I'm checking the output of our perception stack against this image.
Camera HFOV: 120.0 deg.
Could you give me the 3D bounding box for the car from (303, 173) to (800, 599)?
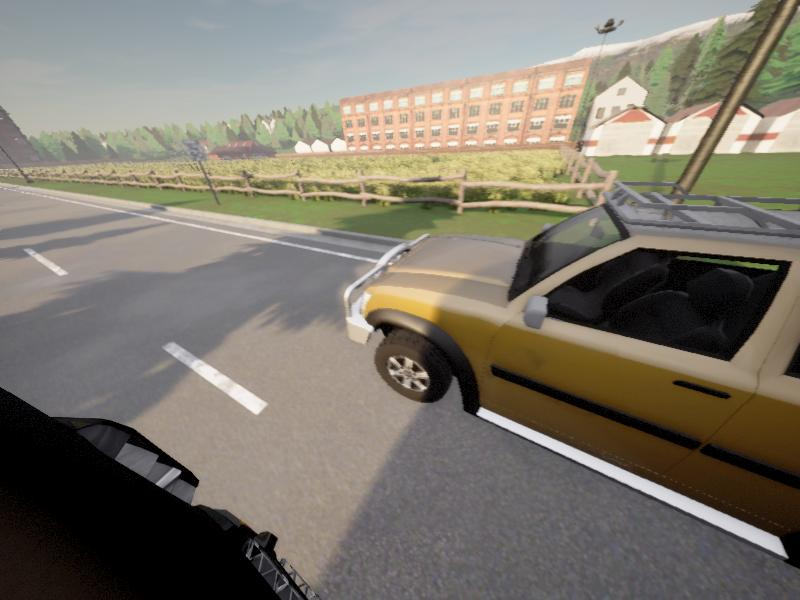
[{"bbox_3d":[1.816,0.150,1.851,4.605,1.855,1.932,16,37,26],"label":"car"}]
